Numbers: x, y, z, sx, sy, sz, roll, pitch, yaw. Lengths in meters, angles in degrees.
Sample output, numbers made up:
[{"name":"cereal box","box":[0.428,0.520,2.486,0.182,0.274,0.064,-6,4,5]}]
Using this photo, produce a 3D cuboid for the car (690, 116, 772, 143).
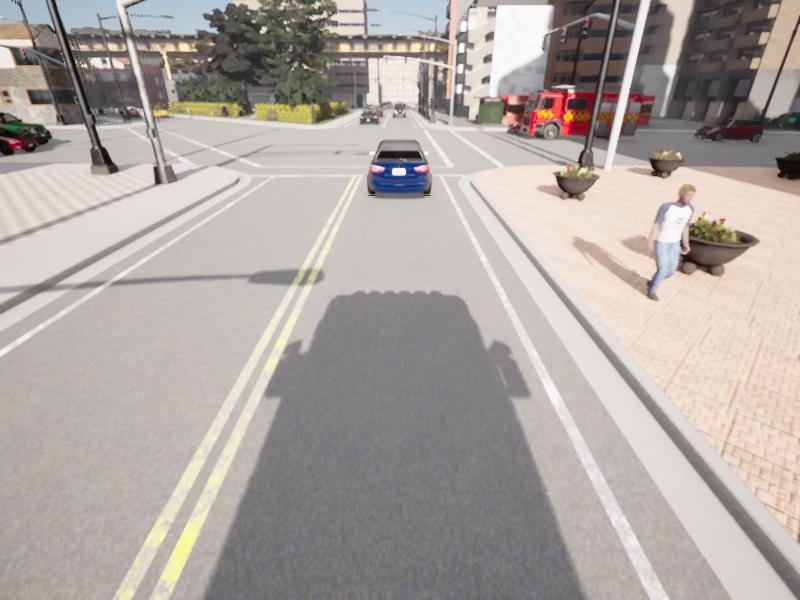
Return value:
[{"name":"car","box":[26.787,-13.874,32.538,4.553,1.767,2.097,0,27,-1]}]

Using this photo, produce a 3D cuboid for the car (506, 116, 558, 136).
[{"name":"car","box":[11.625,-15.449,35.508,3.806,1.475,1.970,0,27,-1]}]

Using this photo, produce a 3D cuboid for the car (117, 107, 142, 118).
[{"name":"car","box":[-40.587,-28.133,59.956,3.806,1.475,1.970,24,36,39]}]

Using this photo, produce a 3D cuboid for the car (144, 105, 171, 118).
[{"name":"car","box":[-37.244,-28.924,61.400,5.366,1.575,1.801,24,36,38]}]

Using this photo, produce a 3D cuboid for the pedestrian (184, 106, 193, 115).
[{"name":"pedestrian","box":[-34.916,-31.270,65.927,0.751,1.300,0.751,13,30,23]}]

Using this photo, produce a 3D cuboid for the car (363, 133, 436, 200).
[{"name":"car","box":[-0.025,-5.019,14.652,2.242,1.667,4.611,0,27,0]}]

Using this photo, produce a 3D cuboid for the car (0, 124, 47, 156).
[{"name":"car","box":[-23.171,-9.109,22.703,4.193,1.474,1.816,0,27,0]}]

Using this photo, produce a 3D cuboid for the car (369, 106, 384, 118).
[{"name":"car","box":[-3.603,-29.107,61.972,2.163,1.488,4.792,0,27,0]}]

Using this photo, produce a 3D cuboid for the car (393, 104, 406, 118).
[{"name":"car","box":[-0.103,-29.531,62.380,1.905,1.878,3.866,0,27,0]}]

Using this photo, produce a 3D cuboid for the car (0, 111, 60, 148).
[{"name":"car","box":[-25.839,-10.979,25.693,5.566,2.045,2.150,0,27,-1]}]

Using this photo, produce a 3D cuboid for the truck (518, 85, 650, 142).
[{"name":"truck","box":[14.343,-14.890,31.910,8.468,3.827,2.891,0,27,-1]}]

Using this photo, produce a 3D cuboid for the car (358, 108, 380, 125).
[{"name":"car","box":[-3.586,-21.832,47.583,2.152,1.651,5.027,0,27,0]}]

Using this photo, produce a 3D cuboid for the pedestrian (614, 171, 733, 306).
[{"name":"pedestrian","box":[4.037,-0.919,6.059,0.751,1.860,0.751,-1,27,-3]}]

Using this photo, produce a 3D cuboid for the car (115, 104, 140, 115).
[{"name":"car","box":[-48.463,-33.937,71.126,5.027,1.651,2.152,24,36,38]}]
